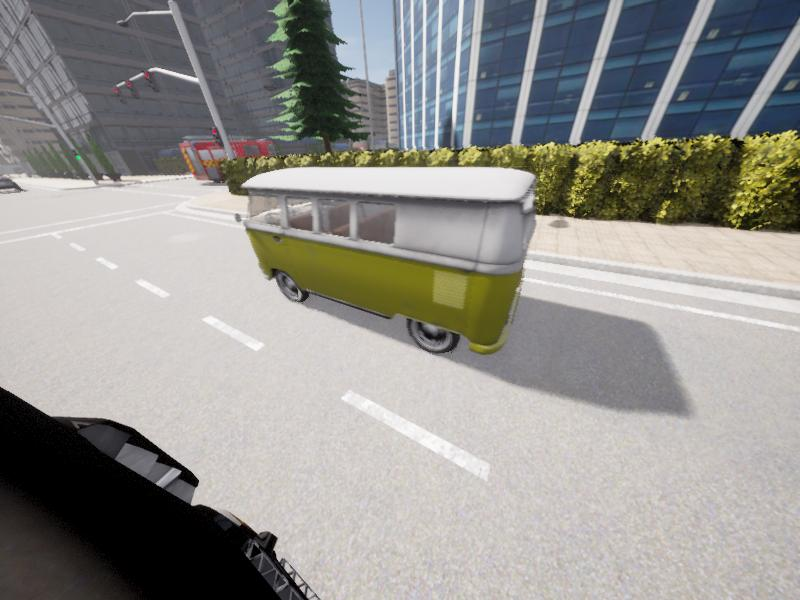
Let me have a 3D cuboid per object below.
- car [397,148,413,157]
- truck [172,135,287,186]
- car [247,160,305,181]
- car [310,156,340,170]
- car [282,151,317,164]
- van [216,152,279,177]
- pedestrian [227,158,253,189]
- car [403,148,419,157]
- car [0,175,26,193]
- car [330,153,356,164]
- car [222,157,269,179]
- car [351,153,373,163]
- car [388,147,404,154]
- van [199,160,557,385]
[{"bbox_3d":[1.386,-40.220,62.936,2.242,1.667,4.611,15,38,26],"label":"car"},{"bbox_3d":[-16.837,-14.672,24.017,2.891,3.827,8.468,15,38,25],"label":"truck"},{"bbox_3d":[-12.891,-13.751,24.396,2.128,1.511,4.902,15,38,26],"label":"car"},{"bbox_3d":[-10.803,-19.830,33.361,1.845,1.501,3.633,15,38,26],"label":"car"},{"bbox_3d":[-22.087,-31.353,50.890,6.274,2.098,2.390,-20,37,-23],"label":"car"},{"bbox_3d":[-20.315,-18.405,31.191,2.351,2.431,6.366,15,38,26],"label":"van"},{"bbox_3d":[-11.412,-9.029,16.521,0.751,1.860,0.751,24,42,35],"label":"pedestrian"},{"bbox_3d":[2.876,-37.785,59.171,1.930,1.638,5.238,15,38,26],"label":"car"},{"bbox_3d":[-44.722,-13.011,25.911,4.514,1.525,2.007,16,38,26],"label":"car"},{"bbox_3d":[-11.049,-27.471,44.884,1.882,1.535,5.008,15,38,26],"label":"car"},{"bbox_3d":[-18.541,-16.042,27.964,1.905,1.878,3.866,15,38,25],"label":"car"},{"bbox_3d":[-7.274,-27.304,44.473,1.994,1.385,4.181,15,38,26],"label":"car"},{"bbox_3d":[-1.508,-57.681,89.137,5.566,2.045,2.150,15,38,26],"label":"car"},{"bbox_3d":[-0.503,-0.887,3.555,4.442,1.987,1.775,16,38,26],"label":"van"}]
